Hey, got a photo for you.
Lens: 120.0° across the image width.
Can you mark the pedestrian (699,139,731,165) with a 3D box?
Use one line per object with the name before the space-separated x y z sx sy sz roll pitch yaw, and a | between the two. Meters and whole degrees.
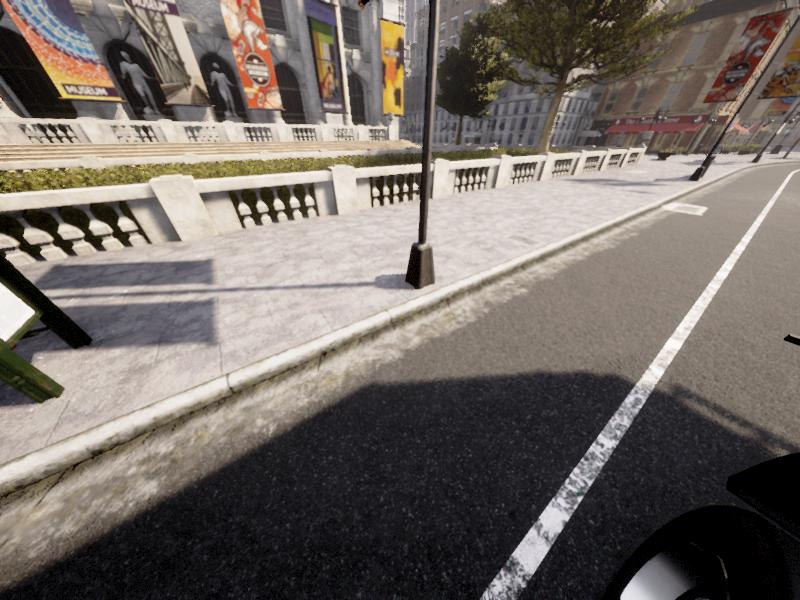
pedestrian | 27.656 -13.003 20.311 0.751 1.860 0.751 -15 38 -20
